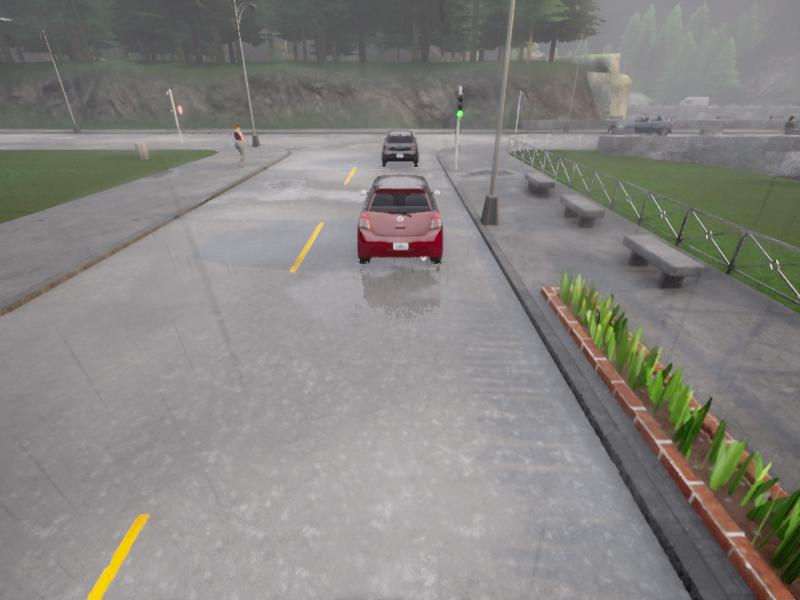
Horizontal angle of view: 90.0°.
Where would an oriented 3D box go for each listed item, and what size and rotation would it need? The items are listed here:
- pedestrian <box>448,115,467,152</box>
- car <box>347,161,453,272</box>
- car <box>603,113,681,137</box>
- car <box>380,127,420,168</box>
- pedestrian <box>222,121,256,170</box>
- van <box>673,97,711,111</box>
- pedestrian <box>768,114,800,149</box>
[{"bbox_3d":[3.236,-9.379,22.554,0.751,1.860,0.751,-5,28,-9],"label":"pedestrian"},{"bbox_3d":[0.003,-2.031,8.905,1.845,1.501,3.633,0,27,0],"label":"car"},{"bbox_3d":[19.437,-14.156,32.365,4.611,1.667,2.242,0,27,0],"label":"car"},{"bbox_3d":[0.020,-7.736,20.075,1.816,1.474,4.193,0,27,0],"label":"car"},{"bbox_3d":[-6.950,-6.695,17.348,0.751,1.860,0.751,13,30,24],"label":"pedestrian"},{"bbox_3d":[60.735,-40.835,83.333,5.915,2.561,1.988,0,27,0],"label":"van"},{"bbox_3d":[23.110,-10.079,23.935,0.751,1.860,0.751,0,27,0],"label":"pedestrian"}]
